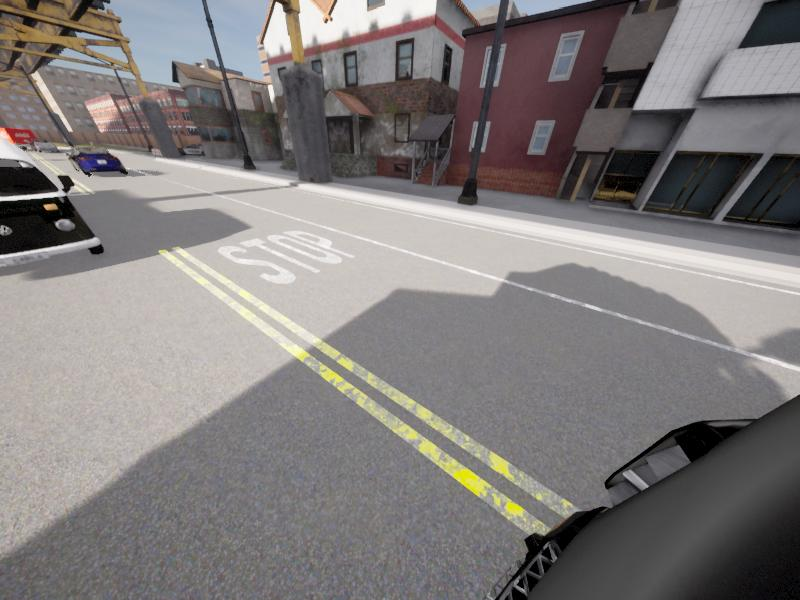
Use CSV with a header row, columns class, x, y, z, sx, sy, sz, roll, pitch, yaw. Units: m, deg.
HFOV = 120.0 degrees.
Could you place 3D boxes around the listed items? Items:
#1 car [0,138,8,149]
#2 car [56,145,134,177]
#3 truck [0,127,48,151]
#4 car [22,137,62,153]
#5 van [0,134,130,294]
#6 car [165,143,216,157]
class,x,y,z,sx,sy,sz,roll,pitch,yaw
car,-59.155,-22.256,32.474,3.806,1.475,1.970,2,33,-1
car,-20.431,-9.358,15.472,4.792,1.488,2.163,23,38,28
truck,-52.121,-21.704,31.146,5.204,2.467,2.627,10,34,12
car,-45.572,-19.718,29.440,3.633,1.501,1.845,19,37,24
van,-8.003,-1.971,4.564,4.480,2.038,2.069,24,39,27
car,-30.290,-21.831,33.684,4.974,1.542,2.038,-12,36,-21
